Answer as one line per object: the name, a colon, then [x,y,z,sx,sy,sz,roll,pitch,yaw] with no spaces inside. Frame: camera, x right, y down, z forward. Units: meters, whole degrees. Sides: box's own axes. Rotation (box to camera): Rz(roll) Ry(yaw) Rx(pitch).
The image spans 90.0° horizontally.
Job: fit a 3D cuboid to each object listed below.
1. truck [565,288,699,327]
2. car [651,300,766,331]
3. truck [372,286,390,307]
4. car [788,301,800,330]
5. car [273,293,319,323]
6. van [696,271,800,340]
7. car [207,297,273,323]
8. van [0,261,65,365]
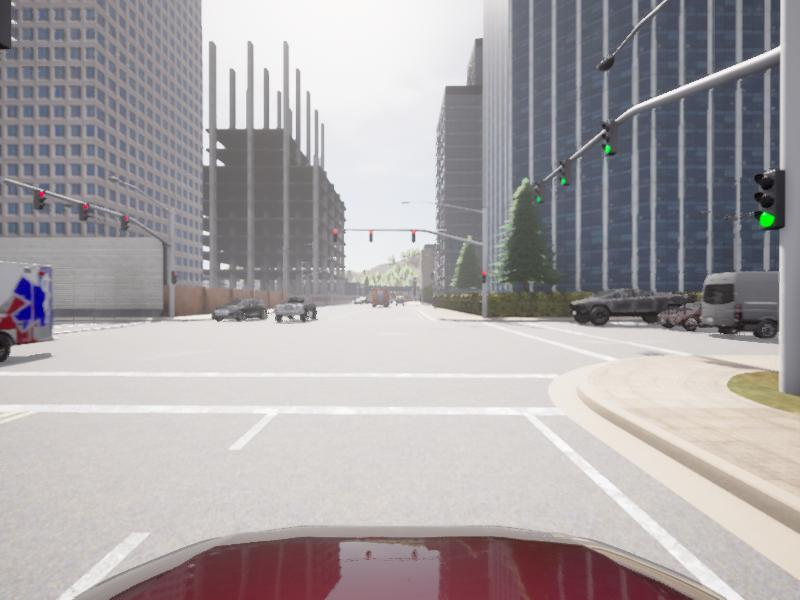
truck: [13.109,0.392,22.971,6.274,2.098,2.390,0,0,0]
car: [14.897,0.718,19.467,4.193,1.474,1.816,0,0,0]
truck: [-3.482,-0.629,74.682,2.891,3.827,8.468,0,0,0]
car: [21.897,0.771,19.460,4.181,1.385,1.994,0,0,-1]
car: [-6.996,0.525,27.319,1.932,1.855,4.605,0,0,0]
van: [15.497,0.200,15.930,5.915,2.561,1.988,0,0,0]
car: [-11.163,0.653,28.342,2.033,1.649,4.856,1,0,10]
van: [-10.500,0.323,7.926,2.351,2.431,6.366,0,1,0]
